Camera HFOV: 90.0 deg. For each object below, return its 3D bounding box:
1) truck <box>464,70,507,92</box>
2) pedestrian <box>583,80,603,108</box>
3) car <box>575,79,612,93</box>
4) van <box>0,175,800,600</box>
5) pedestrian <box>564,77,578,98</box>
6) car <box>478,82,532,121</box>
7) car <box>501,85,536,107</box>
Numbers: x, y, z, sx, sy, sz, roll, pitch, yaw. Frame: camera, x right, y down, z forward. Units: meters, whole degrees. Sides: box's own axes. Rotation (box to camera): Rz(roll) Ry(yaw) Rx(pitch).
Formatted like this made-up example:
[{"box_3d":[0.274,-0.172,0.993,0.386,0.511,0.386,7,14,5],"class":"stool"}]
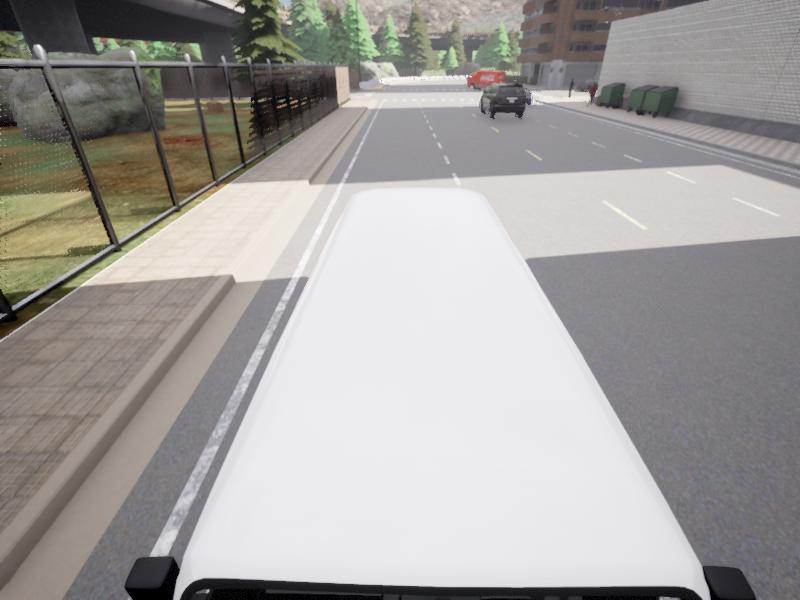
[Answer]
[{"box_3d":[12.104,-31.150,56.831,5.204,2.467,2.627,27,40,37],"class":"truck"},{"box_3d":[14.925,-15.966,31.003,0.751,1.860,0.751,0,30,0],"class":"pedestrian"},{"box_3d":[25.075,-27.888,52.054,3.705,1.549,1.789,0,30,0],"class":"car"},{"box_3d":[0.148,0.631,2.934,2.069,2.038,4.480,0,30,1],"class":"van"},{"box_3d":[17.777,-22.084,41.560,0.751,1.860,0.751,-4,30,-6],"class":"pedestrian"},{"box_3d":[6.996,-13.715,27.404,2.150,2.045,5.566,0,30,0],"class":"car"},{"box_3d":[10.493,-18.298,35.783,1.816,1.474,4.193,0,30,0],"class":"car"}]
